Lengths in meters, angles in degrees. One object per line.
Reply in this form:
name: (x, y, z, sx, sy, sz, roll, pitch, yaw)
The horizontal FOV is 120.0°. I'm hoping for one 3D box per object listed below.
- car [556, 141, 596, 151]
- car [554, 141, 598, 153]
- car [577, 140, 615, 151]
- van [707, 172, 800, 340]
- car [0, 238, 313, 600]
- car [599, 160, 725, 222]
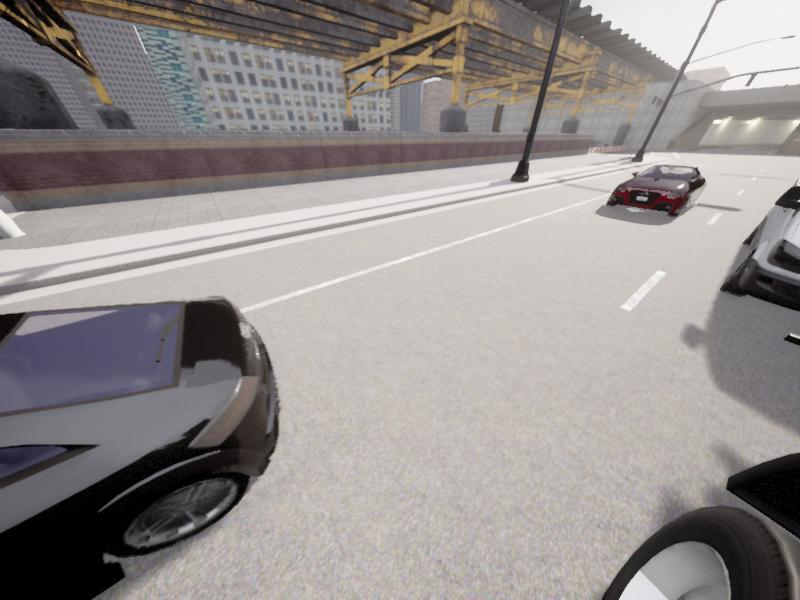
car: (27.908, -24.574, 36.763, 4.536, 1.218, 1.853, 5, 36, 7)
car: (27.960, -24.441, 36.849, 4.974, 1.542, 2.038, 5, 36, 7)
car: (35.611, -28.189, 42.098, 4.974, 1.542, 2.038, -4, 36, -6)
van: (7.918, -1.455, 3.704, 5.915, 2.561, 1.988, -23, 41, -28)
car: (-3.008, 1.078, 1.200, 4.181, 1.385, 1.994, -23, 41, -28)
car: (9.786, -4.239, 8.636, 4.181, 1.385, 1.994, -23, 41, -28)
